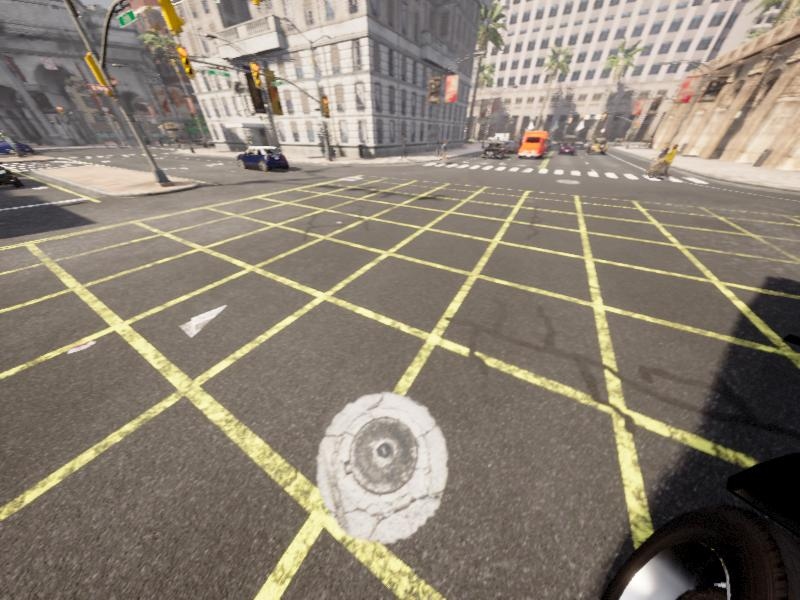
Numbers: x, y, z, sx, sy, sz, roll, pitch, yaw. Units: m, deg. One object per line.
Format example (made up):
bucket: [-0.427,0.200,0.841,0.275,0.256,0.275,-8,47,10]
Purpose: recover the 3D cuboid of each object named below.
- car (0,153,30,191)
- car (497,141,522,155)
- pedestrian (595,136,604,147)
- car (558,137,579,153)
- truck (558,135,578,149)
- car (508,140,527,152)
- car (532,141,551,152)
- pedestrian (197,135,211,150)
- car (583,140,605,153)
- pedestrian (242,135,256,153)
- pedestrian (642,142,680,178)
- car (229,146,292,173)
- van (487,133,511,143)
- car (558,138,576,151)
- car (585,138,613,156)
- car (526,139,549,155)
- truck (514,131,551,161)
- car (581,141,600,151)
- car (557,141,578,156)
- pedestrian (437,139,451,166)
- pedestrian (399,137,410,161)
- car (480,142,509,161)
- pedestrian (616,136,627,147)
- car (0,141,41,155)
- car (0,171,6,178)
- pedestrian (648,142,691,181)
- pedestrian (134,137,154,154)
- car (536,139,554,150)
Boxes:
car: [-21.357,-6.508,11.508,4.974,1.542,2.038,19,40,24]
car: [15.599,-21.657,32.794,2.033,1.411,5.357,19,40,24]
pedestrian: [42.748,-34.018,49.617,0.751,1.860,0.751,19,40,24]
car: [25.108,-23.228,34.582,1.905,1.878,3.866,19,40,24]
truck: [32.651,-30.868,45.045,2.390,2.098,6.274,19,40,24]
car: [19.381,-25.421,38.059,1.994,1.385,4.181,19,40,24]
car: [22.642,-24.604,36.933,1.994,1.385,4.181,20,40,25]
pedestrian: [-30.280,-24.395,35.759,0.751,1.860,0.751,10,37,13]
car: [29.852,-23.765,35.651,1.845,1.501,3.633,19,40,24]
pedestrian: [-19.992,-20.721,30.684,0.751,1.860,0.751,20,40,25]
pedestrian: [16.077,-8.657,14.285,0.751,1.860,0.751,23,42,28]
car: [-10.299,-10.493,17.127,3.806,1.475,1.970,19,40,24]
van: [31.519,-51.794,73.839,6.366,2.431,2.351,19,40,24]
car: [28.514,-26.567,39.447,1.930,1.638,5.238,19,40,24]
car: [26.838,-20.902,31.365,1.932,1.855,4.605,19,40,24]
car: [18.867,-20.965,31.631,1.930,1.638,5.238,19,40,24]
truck: [14.635,-16.992,25.410,2.627,2.467,5.204,18,39,24]
car: [32.881,-26.692,39.929,1.895,1.301,4.718,19,40,24]
car: [22.108,-20.066,30.533,1.816,1.474,4.193,19,40,24]
pedestrian: [3.728,-12.609,19.741,0.751,1.860,0.751,19,40,25]
pedestrian: [0.391,-13.841,21.183,0.751,1.860,0.751,17,39,22]
car: [10.504,-16.508,25.540,1.837,1.490,4.892,19,39,24]
pedestrian: [43.386,-31.050,45.233,0.751,1.860,0.751,12,37,16]
car: [-48.983,-18.984,28.840,4.674,1.442,1.812,0,36,0]
car: [-26.765,-8.487,13.946,4.605,1.855,1.932,19,40,24]
pedestrian: [15.482,-7.985,13.350,0.751,1.860,0.751,19,40,25]
pedestrian: [-33.265,-20.085,30.020,0.751,1.860,0.751,14,38,19]
car: [27.059,-29.047,43.026,2.163,1.488,4.792,19,40,24]
